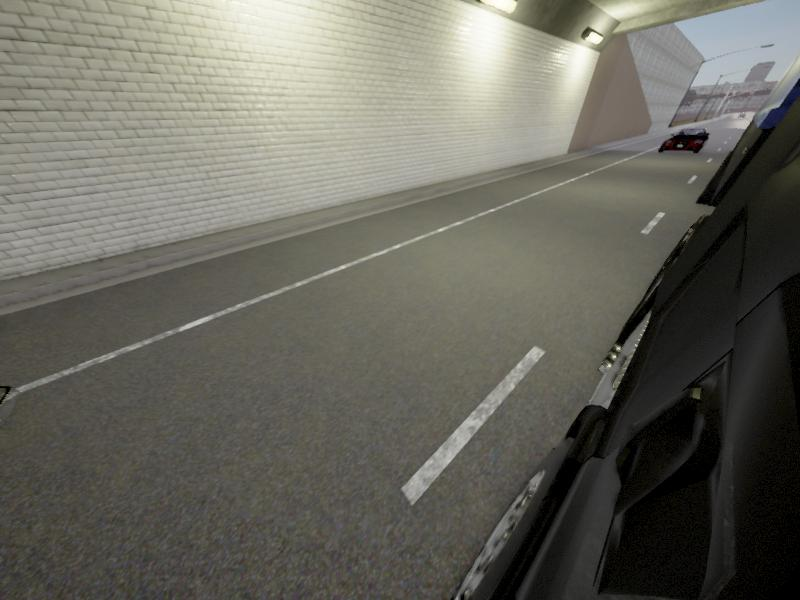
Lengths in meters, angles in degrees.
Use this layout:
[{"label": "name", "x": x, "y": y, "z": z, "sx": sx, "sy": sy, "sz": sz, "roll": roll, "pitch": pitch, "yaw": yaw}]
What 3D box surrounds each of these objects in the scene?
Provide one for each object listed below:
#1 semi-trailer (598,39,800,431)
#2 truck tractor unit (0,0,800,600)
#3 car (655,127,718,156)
[{"label": "semi-trailer", "x": 8.689, "y": -3.610, "z": 4.239, "sx": 14.254, "sy": 4.402, "sz": 2.717, "roll": -28, "pitch": 44, "yaw": -30}, {"label": "truck tractor unit", "x": 2.645, "y": -0.295, "z": 0.351, "sx": 6.516, "sy": 4.208, "sz": 3.053, "roll": -28, "pitch": 44, "yaw": -30}, {"label": "car", "x": 20.112, "y": -11.195, "z": 16.220, "sx": 4.181, "sy": 1.385, "sz": 1.994, "roll": -28, "pitch": 44, "yaw": -30}]
